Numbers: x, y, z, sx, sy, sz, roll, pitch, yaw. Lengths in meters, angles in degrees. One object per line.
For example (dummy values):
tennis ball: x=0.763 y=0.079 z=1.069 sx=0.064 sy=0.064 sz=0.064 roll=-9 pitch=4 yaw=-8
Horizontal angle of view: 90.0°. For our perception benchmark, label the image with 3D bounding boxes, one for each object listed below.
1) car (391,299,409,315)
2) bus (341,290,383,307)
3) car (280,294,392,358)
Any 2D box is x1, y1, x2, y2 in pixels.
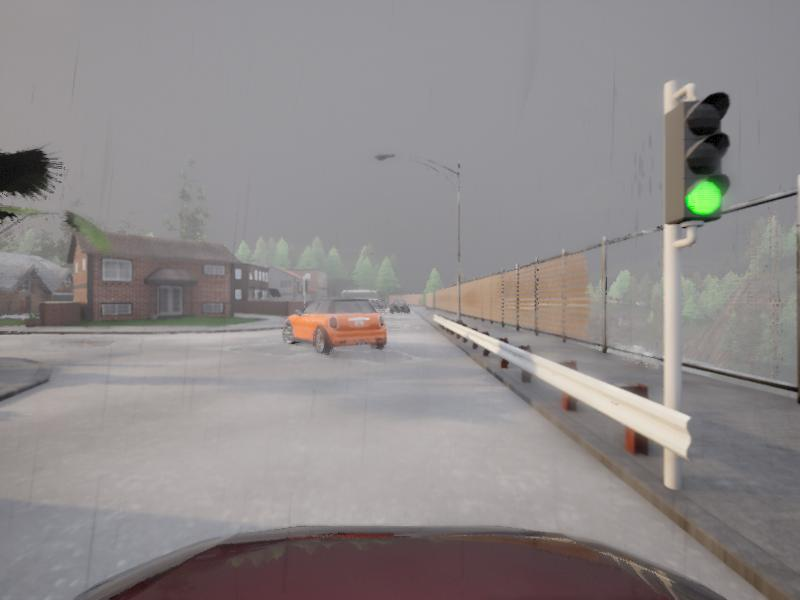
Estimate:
car: x=0.001 y=0.752 z=46.984 sx=2.097 sy=1.767 sz=4.553 roll=0 pitch=0 yaw=0
bus: x=-9.795 y=-0.414 z=103.446 sx=10.273 sy=4.253 sz=3.944 roll=0 pitch=0 yaw=14
car: x=-2.364 y=0.712 z=13.601 sx=2.097 sy=1.767 sz=4.553 roll=0 pitch=0 yaw=-33
